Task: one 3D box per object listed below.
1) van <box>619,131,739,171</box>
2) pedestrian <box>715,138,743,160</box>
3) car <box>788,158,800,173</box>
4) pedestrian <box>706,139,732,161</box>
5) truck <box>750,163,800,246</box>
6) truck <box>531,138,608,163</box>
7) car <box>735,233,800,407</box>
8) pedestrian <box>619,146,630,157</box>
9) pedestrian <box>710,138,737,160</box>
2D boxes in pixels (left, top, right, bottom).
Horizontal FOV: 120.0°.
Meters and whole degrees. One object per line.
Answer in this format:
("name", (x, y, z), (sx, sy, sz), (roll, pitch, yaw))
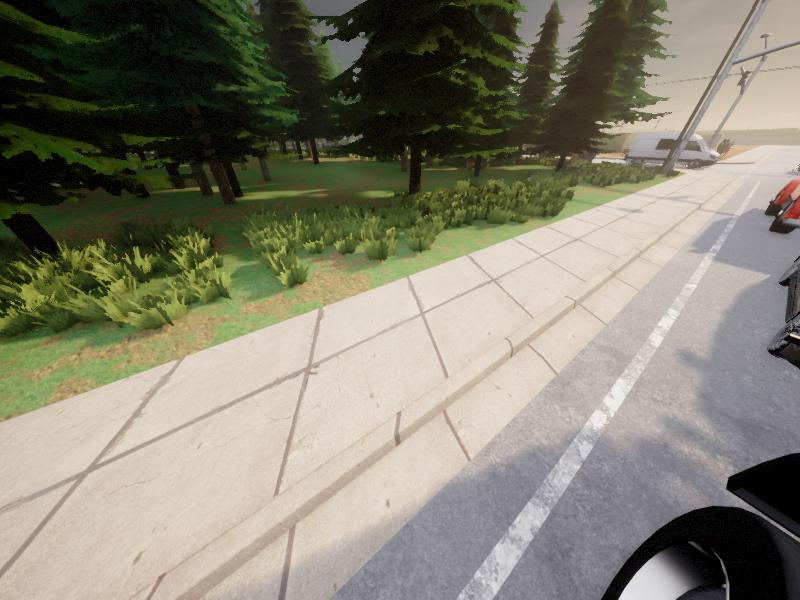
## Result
("van", (23.713, -13.034, 20.100), (1.988, 2.561, 5.915), (-22, 40, -28))
("pedestrian", (34.954, -16.072, 24.576), (0.751, 1.860, 0.751), (22, 41, 28))
("car", (31.483, -9.561, 16.106), (4.181, 1.385, 1.994), (5, 36, 8))
("pedestrian", (32.216, -15.171, 23.327), (0.751, 1.860, 0.751), (-27, 43, -32))
("truck", (12.430, -3.015, 5.963), (5.204, 2.467, 2.627), (-23, 41, -28))
("truck", (18.767, -16.914, 26.020), (2.390, 2.098, 6.274), (-22, 41, -28))
("car", (6.438, -0.041, 2.636), (4.902, 1.511, 2.128), (-22, 41, -28))
("pedestrian", (27.145, -17.913, 27.942), (0.500, 1.100, 0.500), (-21, 40, -27))
("pedestrian", (33.561, -15.661, 24.004), (0.751, 1.860, 0.751), (22, 41, 28))
